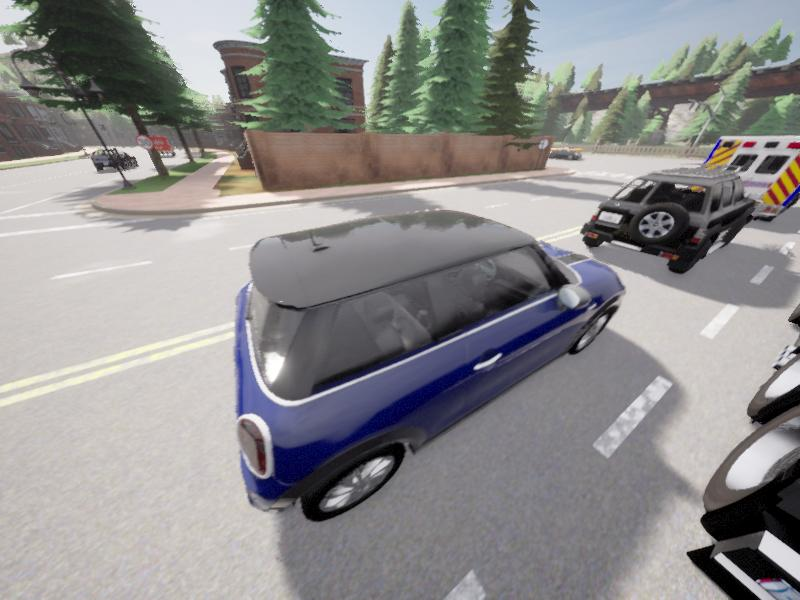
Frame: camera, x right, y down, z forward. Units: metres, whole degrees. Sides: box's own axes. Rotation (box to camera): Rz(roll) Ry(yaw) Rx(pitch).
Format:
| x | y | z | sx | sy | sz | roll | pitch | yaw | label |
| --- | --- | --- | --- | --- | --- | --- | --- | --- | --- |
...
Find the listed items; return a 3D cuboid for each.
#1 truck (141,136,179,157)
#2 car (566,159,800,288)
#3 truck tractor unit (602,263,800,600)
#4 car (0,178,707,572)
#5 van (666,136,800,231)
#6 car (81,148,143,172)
| x | y | z | sx | sy | sz | roll | pitch | yaw | label |
| --- | --- | --- | --- | --- | --- | --- | --- | --- | --- |
| -35.199 | -22.713 | 34.114 | 2.627 | 2.467 | 5.204 | -21 | 40 | -28 | truck |
| 6.599 | -2.126 | 5.488 | 4.605 | 1.855 | 1.932 | -18 | 39 | -25 | car |
| 5.111 | -0.299 | 0.790 | 6.516 | 4.208 | 3.053 | -18 | 39 | -24 | truck tractor unit |
| 0.621 | -0.146 | 2.658 | 4.553 | 1.767 | 2.097 | -18 | 39 | -24 | car |
| 13.584 | -4.624 | 8.666 | 6.366 | 2.431 | 2.351 | -18 | 39 | -24 | van |
| -24.418 | -12.084 | 19.801 | 1.816 | 1.474 | 4.193 | -17 | 38 | -23 | car |
